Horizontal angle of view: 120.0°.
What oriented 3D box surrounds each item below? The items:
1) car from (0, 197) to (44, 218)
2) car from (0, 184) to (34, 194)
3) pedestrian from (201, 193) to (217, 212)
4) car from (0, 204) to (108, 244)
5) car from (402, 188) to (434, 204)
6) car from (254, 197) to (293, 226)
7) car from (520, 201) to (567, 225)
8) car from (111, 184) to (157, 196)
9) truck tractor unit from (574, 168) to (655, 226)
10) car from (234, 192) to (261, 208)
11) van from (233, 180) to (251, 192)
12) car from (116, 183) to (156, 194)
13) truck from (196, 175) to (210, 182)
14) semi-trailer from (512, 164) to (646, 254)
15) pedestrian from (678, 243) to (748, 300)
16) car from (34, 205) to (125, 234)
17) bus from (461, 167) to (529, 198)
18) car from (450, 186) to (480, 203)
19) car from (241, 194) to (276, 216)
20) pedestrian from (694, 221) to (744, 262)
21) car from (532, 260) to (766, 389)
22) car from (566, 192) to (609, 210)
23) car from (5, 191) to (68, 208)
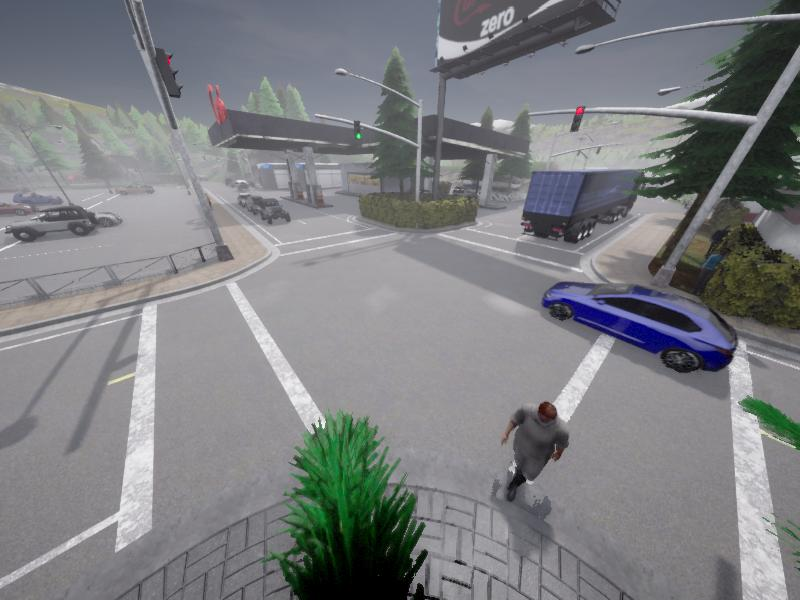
[{"bbox_3d":[-39.420,-8.945,22.590,4.514,1.523,2.007,-23,37,-34],"label":"car"},{"bbox_3d":[-75.561,-21.354,44.506,4.792,1.488,2.163,-23,37,-34],"label":"car"},{"bbox_3d":[-20.748,-10.605,25.151,0.751,1.860,0.751,-22,36,-33],"label":"pedestrian"},{"bbox_3d":[-23.841,-5.383,15.979,3.866,1.878,1.905,-23,37,-34],"label":"car"},{"bbox_3d":[2.620,-15.713,34.677,2.242,1.667,4.611,-23,37,-34],"label":"car"},{"bbox_3d":[-11.869,-8.361,21.588,1.905,1.878,3.866,-22,37,-33],"label":"car"},{"bbox_3d":[13.323,-8.082,21.356,4.674,1.442,1.812,-22,36,-34],"label":"car"},{"bbox_3d":[-47.482,-19.774,41.410,5.027,1.636,2.152,-23,37,-34],"label":"car"},{"bbox_3d":[19.680,-9.715,21.228,6.516,4.208,3.053,-23,37,-33],"label":"truck tractor unit"},{"bbox_3d":[-19.994,-13.111,30.230,1.970,1.475,3.806,-22,37,-33],"label":"car"},{"bbox_3d":[-33.598,-24.363,49.156,2.069,2.038,4.480,-22,37,-33],"label":"van"},{"bbox_3d":[-49.532,-20.953,43.472,4.514,1.523,2.007,-23,37,-34],"label":"car"},{"bbox_3d":[-67.109,-41.409,78.615,2.390,2.098,6.274,-26,39,-38],"label":"truck"},{"bbox_3d":[13.587,-7.279,16.804,14.254,4.402,2.717,-22,37,-34],"label":"semi-trailer"},{"bbox_3d":[11.558,-1.045,8.594,0.751,1.860,0.751,-15,33,-25],"label":"pedestrian"},{"bbox_3d":[-25.501,-6.610,18.671,3.806,1.475,1.970,-23,37,-34],"label":"car"},{"bbox_3d":[16.739,-21.578,42.099,3.944,4.253,10.273,-22,38,-33],"label":"bus"},{"bbox_3d":[9.747,-16.005,34.849,1.905,1.878,3.866,-23,37,-34],"label":"car"},{"bbox_3d":[-15.972,-10.737,25.967,2.033,1.649,4.856,-22,37,-33],"label":"car"},{"bbox_3d":[16.373,-3.014,11.896,0.751,1.860,0.751,-20,35,-31],"label":"pedestrian"},{"bbox_3d":[6.724,0.315,6.912,1.816,1.474,4.193,-22,38,-34],"label":"car"},{"bbox_3d":[22.794,-12.075,28.052,4.902,1.511,2.128,-18,34,-30],"label":"car"},{"bbox_3d":[-45.788,-12.777,29.270,3.633,1.501,1.845,-23,37,-34],"label":"car"}]
